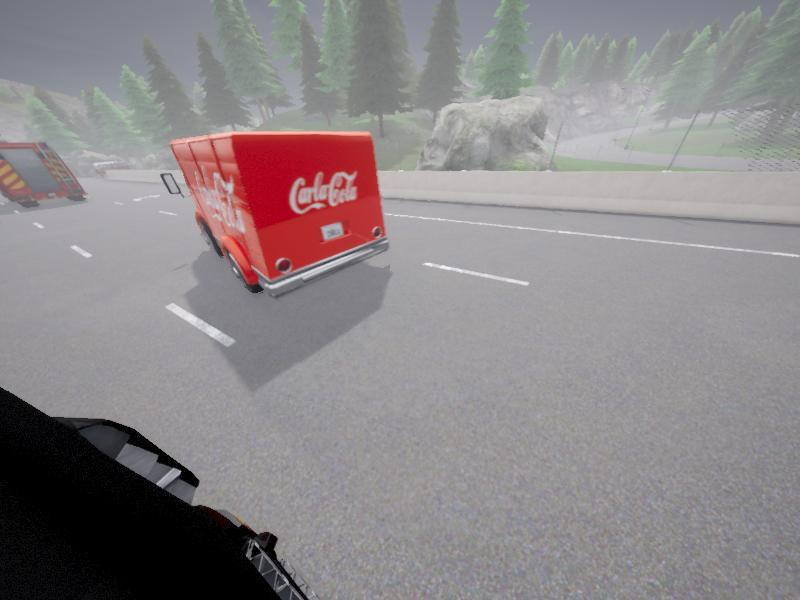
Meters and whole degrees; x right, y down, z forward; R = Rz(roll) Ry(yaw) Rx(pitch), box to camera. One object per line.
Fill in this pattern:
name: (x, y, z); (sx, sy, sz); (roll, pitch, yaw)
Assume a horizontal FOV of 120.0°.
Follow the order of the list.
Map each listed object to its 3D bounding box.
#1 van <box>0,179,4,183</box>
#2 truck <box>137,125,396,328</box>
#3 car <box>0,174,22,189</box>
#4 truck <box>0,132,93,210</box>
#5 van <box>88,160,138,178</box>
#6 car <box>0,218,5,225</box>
van: (-68.521, -20.630, 38.022); (5.915, 2.561, 1.988); (16, 38, 26)
truck: (-2.943, -2.081, 5.090); (5.204, 2.467, 2.627); (25, 43, 35)
car: (-48.812, -14.498, 28.253); (3.806, 1.475, 1.970); (16, 38, 26)
truck: (-25.596, -8.779, 15.705); (8.468, 3.827, 2.891); (16, 38, 26)
van: (-47.444, -21.769, 38.332); (2.069, 2.038, 4.480); (16, 42, 27)
car: (-20.698, -4.289, 10.401); (4.553, 1.767, 2.097); (16, 38, 26)
